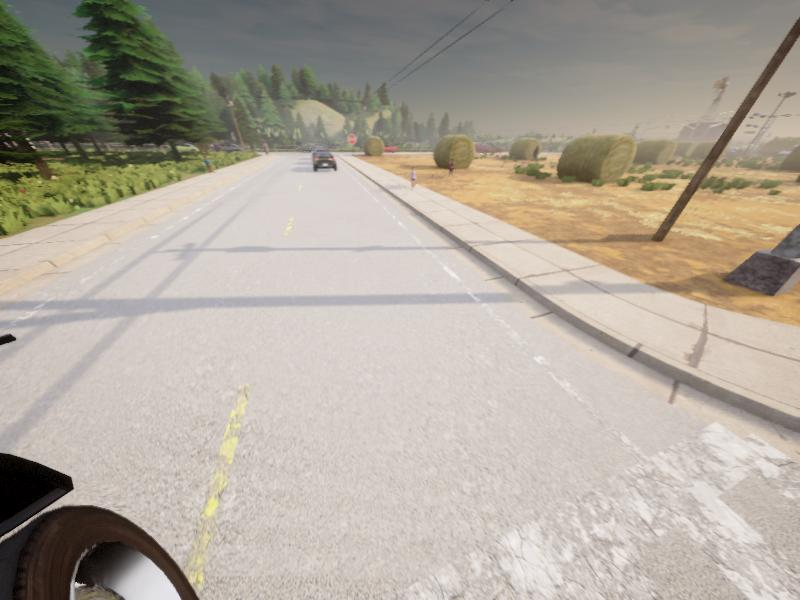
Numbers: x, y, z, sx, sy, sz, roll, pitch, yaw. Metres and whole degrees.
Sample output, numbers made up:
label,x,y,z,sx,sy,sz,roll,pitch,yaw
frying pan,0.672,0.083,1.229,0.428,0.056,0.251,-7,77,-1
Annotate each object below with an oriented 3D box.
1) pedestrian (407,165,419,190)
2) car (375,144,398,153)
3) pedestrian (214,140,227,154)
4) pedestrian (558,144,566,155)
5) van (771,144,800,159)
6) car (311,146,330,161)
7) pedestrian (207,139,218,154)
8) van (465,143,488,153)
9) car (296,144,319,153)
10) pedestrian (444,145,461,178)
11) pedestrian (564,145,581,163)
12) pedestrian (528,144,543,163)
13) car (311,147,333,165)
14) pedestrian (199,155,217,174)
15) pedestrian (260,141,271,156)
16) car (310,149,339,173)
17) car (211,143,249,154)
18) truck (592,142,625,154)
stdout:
label,x,y,z,sx,sy,sz,roll,pitch,yaw
pedestrian,0.670,-6.325,11.916,0.500,1.100,0.500,-2,35,-5
car,-2.860,-31.599,48.262,4.514,1.525,2.007,-8,36,-12
pedestrian,-28.287,-24.176,36.431,0.751,1.860,0.751,0,35,-2
pedestrian,33.637,-31.237,47.848,0.751,1.860,0.751,21,39,26
van,84.516,-31.273,48.628,1.988,2.561,5.915,-9,36,-14
car,-10.907,-20.148,31.611,2.007,1.525,4.514,-9,36,-14
pedestrian,-29.254,-23.948,36.083,0.751,1.860,0.751,-21,40,-28
van,17.287,-34.519,52.474,4.442,1.987,1.775,-8,36,-12
car,-17.993,-29.520,45.015,3.806,1.475,1.970,-8,36,-12
pedestrian,3.515,-9.322,15.603,0.751,1.860,0.751,3,35,3
pedestrian,21.029,-17.802,28.183,0.751,1.860,0.751,-16,38,-22
pedestrian,16.298,-17.594,27.790,0.751,1.860,0.751,-2,35,-3
car,-8.874,-16.367,26.175,1.882,1.535,5.008,-9,36,-14
pedestrian,-13.510,-9.543,16.292,0.500,1.100,0.500,-5,35,-8
pedestrian,-19.636,-22.156,33.741,0.751,1.860,0.751,-22,41,-29
car,-6.889,-12.655,20.852,2.038,1.542,4.974,-9,36,-14
car,-29.008,-25.965,39.607,4.514,1.525,2.007,-7,35,-11
truck,51.071,-37.246,56.647,5.204,2.467,2.627,-8,36,-12
